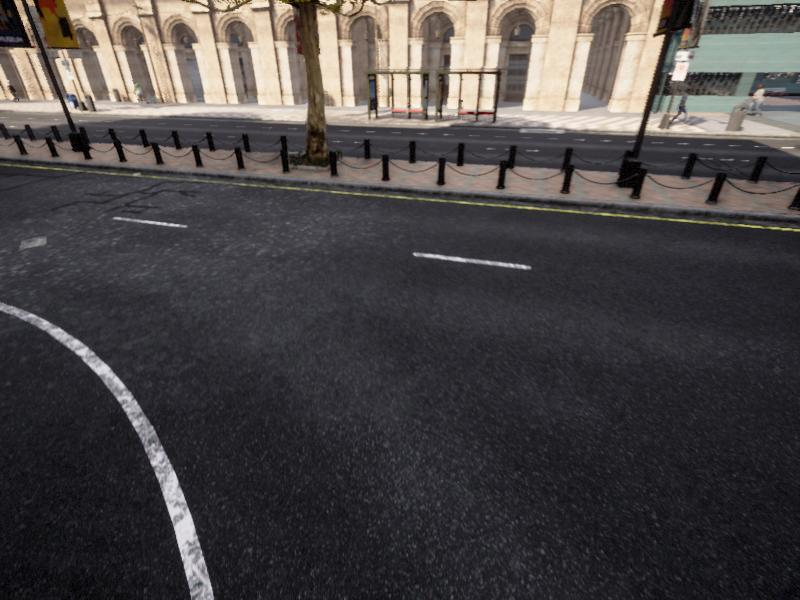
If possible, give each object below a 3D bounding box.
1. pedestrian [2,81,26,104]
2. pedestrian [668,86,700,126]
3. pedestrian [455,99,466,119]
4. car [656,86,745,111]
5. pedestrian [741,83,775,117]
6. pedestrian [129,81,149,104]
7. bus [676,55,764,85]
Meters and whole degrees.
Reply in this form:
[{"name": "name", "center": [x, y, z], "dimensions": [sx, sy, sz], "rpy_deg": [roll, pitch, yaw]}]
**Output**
[{"name": "pedestrian", "center": [-36.541, -19.643, 37.874], "dimensions": [0.751, 1.860, 0.751], "rpy_deg": [8, 31, 14]}, {"name": "pedestrian", "center": [15.210, -10.413, 21.476], "dimensions": [0.751, 1.860, 0.751], "rpy_deg": [11, 32, 19]}, {"name": "pedestrian", "center": [3.778, -11.885, 24.881], "dimensions": [0.500, 1.100, 0.500], "rpy_deg": [9, 31, 15]}, {"name": "car", "center": [22.644, -15.382, 30.435], "dimensions": [4.786, 1.482, 2.161], "rpy_deg": [9, 31, 15]}, {"name": "pedestrian", "center": [22.179, -12.427, 24.842], "dimensions": [0.751, 1.860, 0.751], "rpy_deg": [6, 31, 11]}, {"name": "pedestrian", "center": [-23.917, -19.035, 36.687], "dimensions": [0.751, 1.860, 0.751], "rpy_deg": [9, 31, 15]}, {"name": "bus", "center": [53.910, -39.002, 67.940], "dimensions": [10.273, 4.253, 3.944], "rpy_deg": [11, 32, 18]}]
